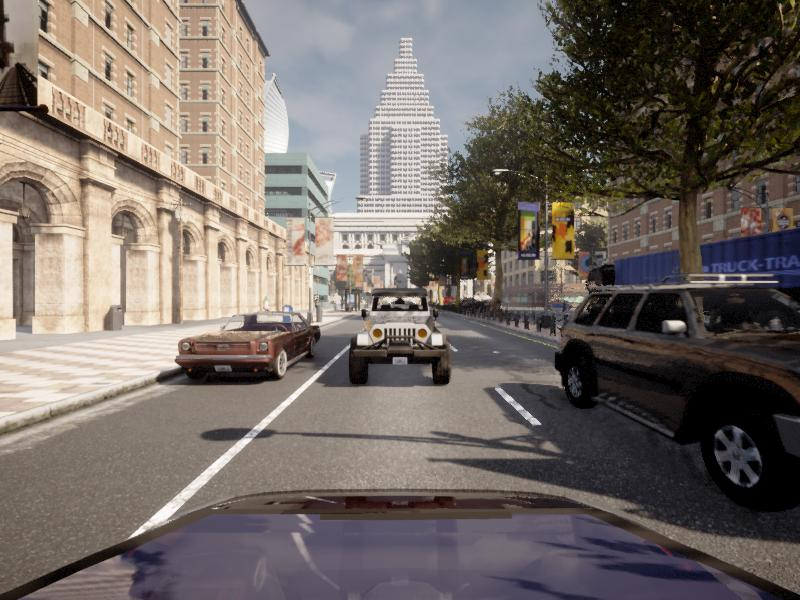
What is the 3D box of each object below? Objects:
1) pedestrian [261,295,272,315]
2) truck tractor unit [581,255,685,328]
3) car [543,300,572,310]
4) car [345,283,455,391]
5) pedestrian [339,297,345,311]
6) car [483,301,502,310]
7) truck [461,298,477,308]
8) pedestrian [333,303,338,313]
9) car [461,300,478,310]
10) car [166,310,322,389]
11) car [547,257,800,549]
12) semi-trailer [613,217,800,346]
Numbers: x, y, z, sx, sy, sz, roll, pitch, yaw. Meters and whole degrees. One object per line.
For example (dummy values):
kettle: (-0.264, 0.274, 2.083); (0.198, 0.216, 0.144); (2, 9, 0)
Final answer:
pedestrian: (-12.478, 0.490, 37.338); (0.751, 1.860, 0.751); (0, 0, 0)
truck tractor unit: (15.002, -0.516, 26.468); (3.053, 4.208, 6.516); (0, 0, 0)
car: (25.735, 0.797, 65.465); (3.988, 1.617, 1.851); (0, 0, 3)
car: (-0.001, 0.647, 8.905); (1.905, 1.878, 3.866); (0, 0, 0)
pedestrian: (-7.495, 0.492, 51.720); (0.751, 1.860, 0.751); (0, 0, 0)
car: (14.998, 0.854, 65.082); (1.837, 1.490, 4.892); (0, 0, 0)
truck: (14.999, 0.555, 87.625); (2.390, 2.098, 6.274); (0, 0, 0)
pedestrian: (-7.204, 0.871, 44.758); (0.500, 1.100, 0.500); (0, 0, 0)
car: (11.496, 0.780, 66.165); (1.930, 1.638, 5.238); (0, 0, 0)
car: (-3.250, 0.940, 9.526); (1.895, 1.301, 4.718); (0, 0, 0)
car: (3.501, 0.653, 4.592); (1.932, 1.855, 4.605); (0, 0, 0)
semi-trailer: (15.001, -0.616, 18.551); (2.717, 4.402, 14.254); (0, 0, 0)
